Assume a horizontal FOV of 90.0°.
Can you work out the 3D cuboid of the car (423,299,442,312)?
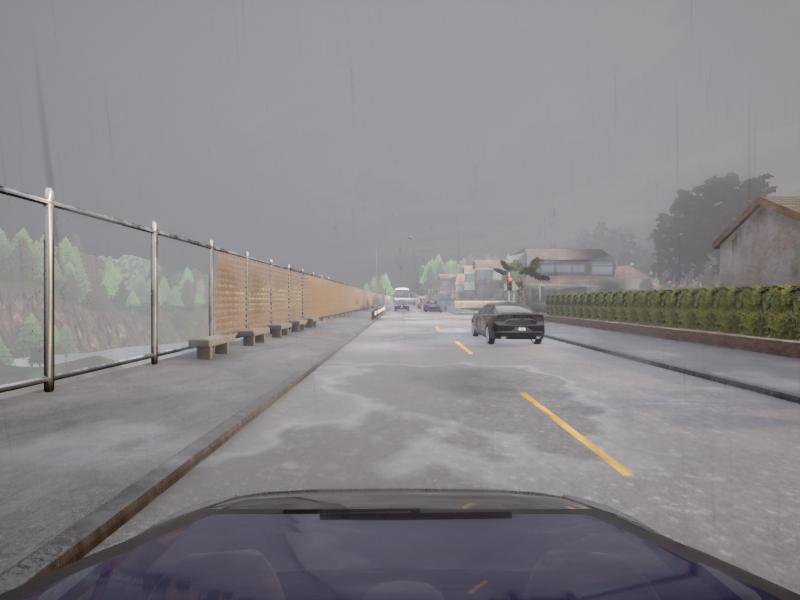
[{"bbox_3d":[4.277,0.756,53.931,2.242,1.667,4.611,0,0,0],"label":"car"}]

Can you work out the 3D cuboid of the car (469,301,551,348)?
[{"bbox_3d":[4.085,0.823,15.817,1.882,1.535,5.008,0,0,0],"label":"car"}]

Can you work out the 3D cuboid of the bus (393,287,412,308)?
[{"bbox_3d":[0.567,-0.539,86.977,3.944,4.253,10.273,0,0,0],"label":"bus"}]

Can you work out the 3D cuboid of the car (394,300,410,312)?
[{"bbox_3d":[0.314,0.781,57.989,2.152,1.651,5.027,0,0,2],"label":"car"}]
